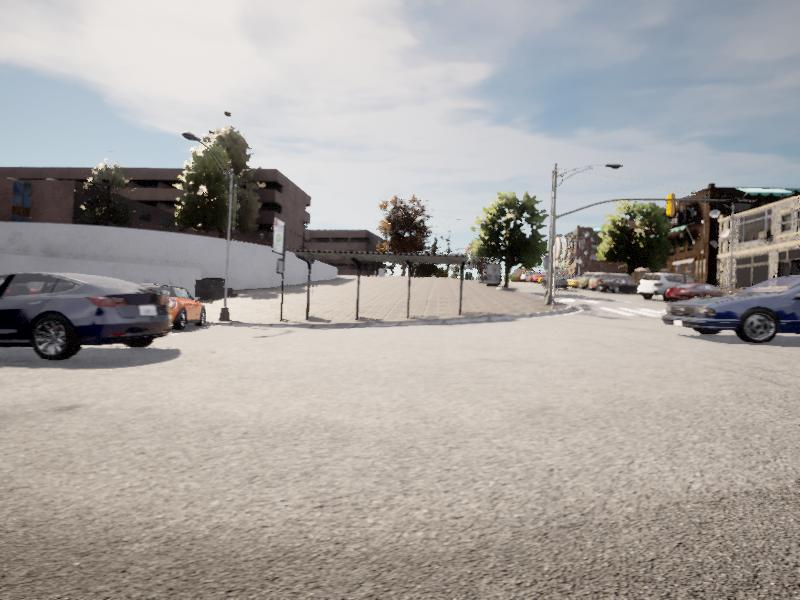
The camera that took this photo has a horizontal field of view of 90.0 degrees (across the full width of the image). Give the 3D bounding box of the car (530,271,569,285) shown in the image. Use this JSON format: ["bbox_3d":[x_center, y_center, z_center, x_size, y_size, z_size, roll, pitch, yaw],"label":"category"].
[{"bbox_3d":[24.806,-3.712,66.541,5.566,2.045,2.435,2,5,-15],"label":"car"}]

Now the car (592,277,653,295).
[{"bbox_3d":[21.988,-1.389,39.590,4.892,1.521,2.231,2,5,-14],"label":"car"}]

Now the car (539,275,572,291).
[{"bbox_3d":[17.247,-1.971,44.716,2.128,1.511,4.902,3,5,6],"label":"car"}]

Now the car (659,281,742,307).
[{"bbox_3d":[20.697,-0.432,27.611,4.674,1.452,2.002,2,5,-14],"label":"car"}]

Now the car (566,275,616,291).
[{"bbox_3d":[23.154,-2.077,48.629,5.366,1.575,1.946,2,5,-14],"label":"car"}]

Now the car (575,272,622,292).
[{"bbox_3d":[22.546,-2.077,45.536,4.442,1.987,1.878,2,5,-14],"label":"car"}]

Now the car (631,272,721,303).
[{"bbox_3d":[21.055,-0.951,30.593,5.566,2.045,2.435,2,5,-14],"label":"car"}]

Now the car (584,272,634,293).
[{"bbox_3d":[22.221,-1.847,42.534,4.442,1.987,1.878,2,5,-14],"label":"car"}]

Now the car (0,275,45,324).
[{"bbox_3d":[-18.253,-0.036,16.947,2.435,2.045,5.566,1,-1,-14],"label":"car"}]

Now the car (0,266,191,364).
[{"bbox_3d":[-6.841,0.254,7.492,4.792,1.488,2.163,0,0,7],"label":"car"}]

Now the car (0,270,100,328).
[{"bbox_3d":[-15.239,0.010,16.581,2.435,2.045,5.566,2,-2,-14],"label":"car"}]

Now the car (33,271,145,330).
[{"bbox_3d":[-12.229,0.080,16.171,1.878,1.987,4.442,2,-2,-14],"label":"car"}]

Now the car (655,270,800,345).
[{"bbox_3d":[8.760,0.162,8.381,5.357,1.411,2.033,1,1,9],"label":"car"}]

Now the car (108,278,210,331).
[{"bbox_3d":[-9.265,0.229,15.905,2.185,1.767,4.553,1,-1,-14],"label":"car"}]
